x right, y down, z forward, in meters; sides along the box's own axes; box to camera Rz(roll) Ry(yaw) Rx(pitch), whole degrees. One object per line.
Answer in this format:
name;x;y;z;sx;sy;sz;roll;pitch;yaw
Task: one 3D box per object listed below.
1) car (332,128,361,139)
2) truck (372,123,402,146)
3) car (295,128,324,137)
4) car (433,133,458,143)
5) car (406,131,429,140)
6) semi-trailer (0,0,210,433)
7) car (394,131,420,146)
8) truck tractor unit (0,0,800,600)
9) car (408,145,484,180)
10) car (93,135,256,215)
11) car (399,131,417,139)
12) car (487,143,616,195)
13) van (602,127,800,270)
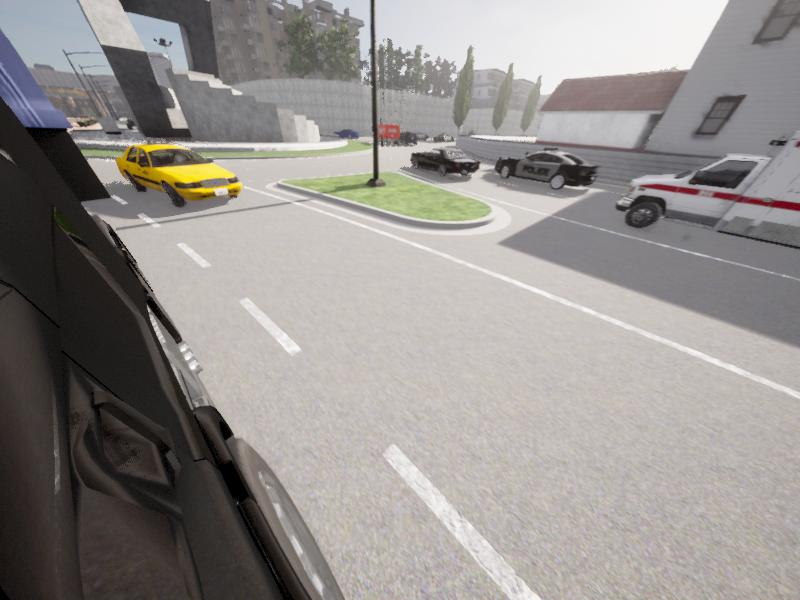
car;-10.168;-31.578;43.861;5.008;1.535;1.882;18;40;20
truck;-2.084;-24.605;34.288;2.627;2.467;5.204;-13;39;-21
car;-17.690;-32.798;45.213;4.718;1.301;1.895;2;37;0
car;8.969;-31.969;45.604;4.974;1.542;2.038;-29;47;-35
car;3.868;-35.901;50.525;4.974;1.542;2.038;-27;46;-34
semi-trailer;-9.253;-3.156;3.587;14.254;4.402;2.717;21;40;23
car;0.979;-24.990;35.699;2.033;1.649;4.856;-13;39;-21
truck tractor unit;-2.645;-0.295;0.351;6.516;4.208;3.053;28;44;30
car;2.519;-8.466;14.026;1.895;1.301;4.718;-16;41;-23
car;-7.536;-4.391;7.713;5.366;1.575;1.801;22;41;24
car;1.864;-37.710;52.810;3.633;1.501;1.845;-27;46;-34
car;7.606;-7.178;12.341;1.930;1.638;5.238;-19;42;-27
van;9.398;-2.327;5.327;2.351;2.431;6.366;-25;45;-32
